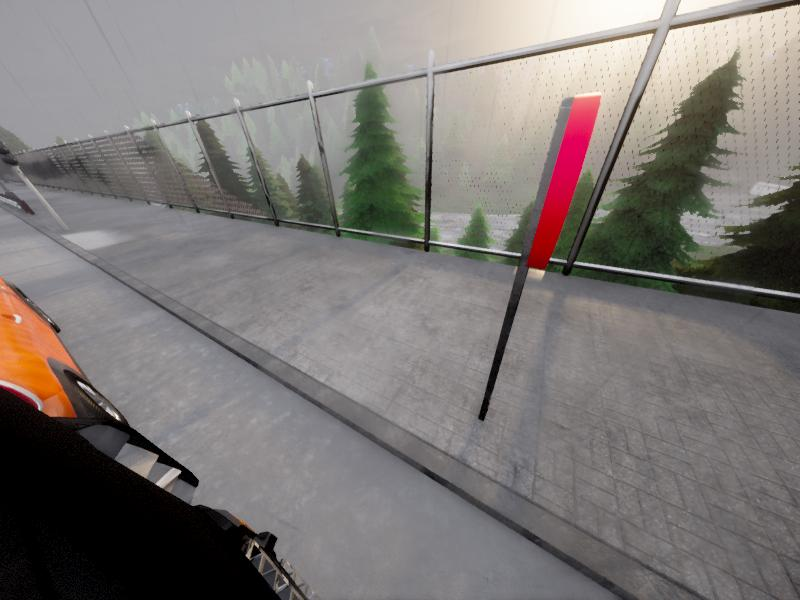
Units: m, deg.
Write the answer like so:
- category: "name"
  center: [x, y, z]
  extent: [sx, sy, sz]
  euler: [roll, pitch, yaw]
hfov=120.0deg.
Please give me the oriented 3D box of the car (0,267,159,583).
- category: "car"
  center: [-4.631, 0.596, 1.775]
  extent: [4.553, 1.767, 2.097]
  euler: [16, 38, 26]
